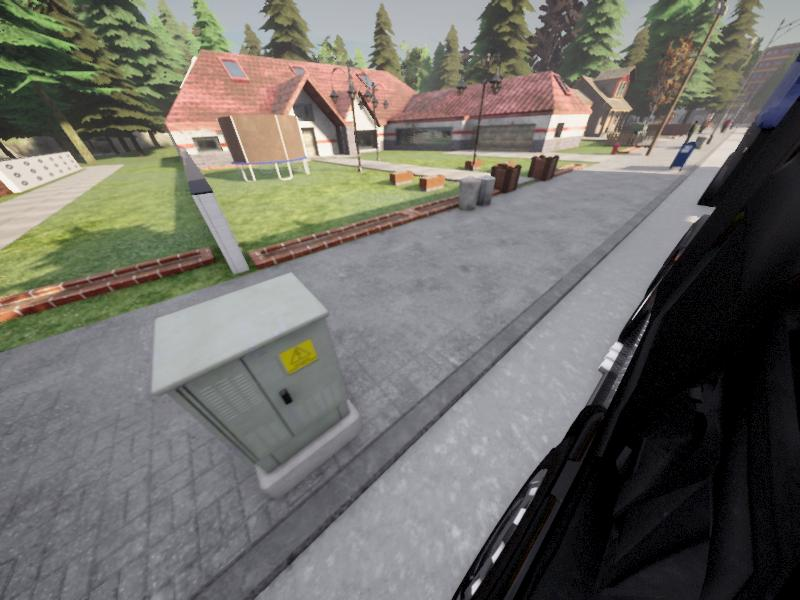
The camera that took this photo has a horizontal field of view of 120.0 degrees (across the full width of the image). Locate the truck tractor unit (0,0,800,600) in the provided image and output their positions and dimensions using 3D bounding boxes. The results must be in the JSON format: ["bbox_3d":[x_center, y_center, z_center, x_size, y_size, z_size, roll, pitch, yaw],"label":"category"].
[{"bbox_3d":[2.645,-0.295,0.351,6.516,4.208,3.053,-28,44,-30],"label":"truck tractor unit"}]

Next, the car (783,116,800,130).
[{"bbox_3d":[62.460,-27.594,36.023,4.856,1.649,2.033,-28,43,-30],"label":"car"}]

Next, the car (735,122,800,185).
[{"bbox_3d":[16.238,-6.033,9.402,4.605,1.855,1.932,-22,41,-28],"label":"car"}]

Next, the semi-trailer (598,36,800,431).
[{"bbox_3d":[8.705,-3.584,4.244,14.254,4.402,2.717,-28,43,-30],"label":"semi-trailer"}]

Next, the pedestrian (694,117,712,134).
[{"bbox_3d":[42.228,-24.260,32.227,0.751,1.860,0.751,-28,44,-30],"label":"pedestrian"}]

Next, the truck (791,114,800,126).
[{"bbox_3d":[82.836,-35.351,44.971,6.274,2.098,2.390,28,46,34],"label":"truck"}]

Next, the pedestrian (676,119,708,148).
[{"bbox_3d":[23.620,-13.512,18.757,0.751,1.860,0.751,22,43,29],"label":"pedestrian"}]
